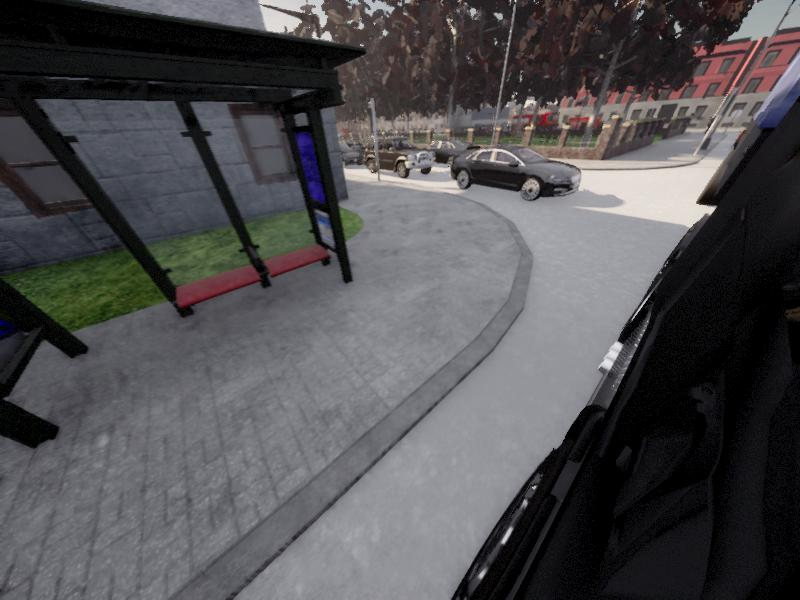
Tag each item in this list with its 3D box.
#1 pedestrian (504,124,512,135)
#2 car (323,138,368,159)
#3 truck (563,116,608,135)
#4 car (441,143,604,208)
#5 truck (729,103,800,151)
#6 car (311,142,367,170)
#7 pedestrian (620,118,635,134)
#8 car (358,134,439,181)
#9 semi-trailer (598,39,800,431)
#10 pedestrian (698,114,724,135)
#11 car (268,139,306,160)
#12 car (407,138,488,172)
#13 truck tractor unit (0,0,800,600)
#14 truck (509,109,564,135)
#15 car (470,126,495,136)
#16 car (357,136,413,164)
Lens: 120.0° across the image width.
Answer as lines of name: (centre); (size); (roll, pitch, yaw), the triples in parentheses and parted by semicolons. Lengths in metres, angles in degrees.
pedestrian: (21.929, -34.523, 46.813); (0.751, 1.860, 0.751); (-10, 37, -10)
car: (-5.661, -15.661, 23.823); (2.128, 1.511, 4.902); (-30, 45, -32)
truck: (33.249, -31.434, 41.614); (2.627, 2.467, 5.204); (-29, 44, -30)
car: (4.135, -4.994, 8.842); (2.128, 1.511, 4.902); (-26, 43, -28)
truck: (26.329, -12.230, 16.279); (5.204, 2.467, 2.627); (-28, 44, -30)
car: (-4.727, -11.102, 17.650); (1.837, 1.490, 4.892); (-28, 44, -30)
pedestrian: (34.250, -26.174, 34.779); (0.751, 1.860, 0.751); (-28, 44, -30)
car: (-0.213, -8.208, 13.140); (1.932, 1.855, 4.605); (-28, 43, -30)
semi-trailer: (8.690, -3.608, 4.239); (14.254, 4.402, 2.717); (-28, 43, -30)
pedestrian: (36.662, -20.688, 27.249); (0.751, 1.860, 0.751); (-1, 37, 3)
car: (-12.460, -16.495, 25.302); (2.033, 1.649, 4.856); (-27, 43, -29)
car: (2.879, -9.625, 15.146); (2.128, 1.511, 4.902); (-28, 43, -30)
truck tractor unit: (2.645, -0.295, 0.351); (6.516, 4.208, 3.053); (-28, 44, -30)
truck: (27.334, -35.977, 46.976); (2.891, 3.827, 8.468); (-28, 43, -30)
car: (19.659, -40.345, 55.201); (2.152, 1.651, 5.027); (-28, 43, -30)
car: (-1.301, -12.689, 19.443); (2.033, 1.649, 4.856); (-29, 44, -31)
